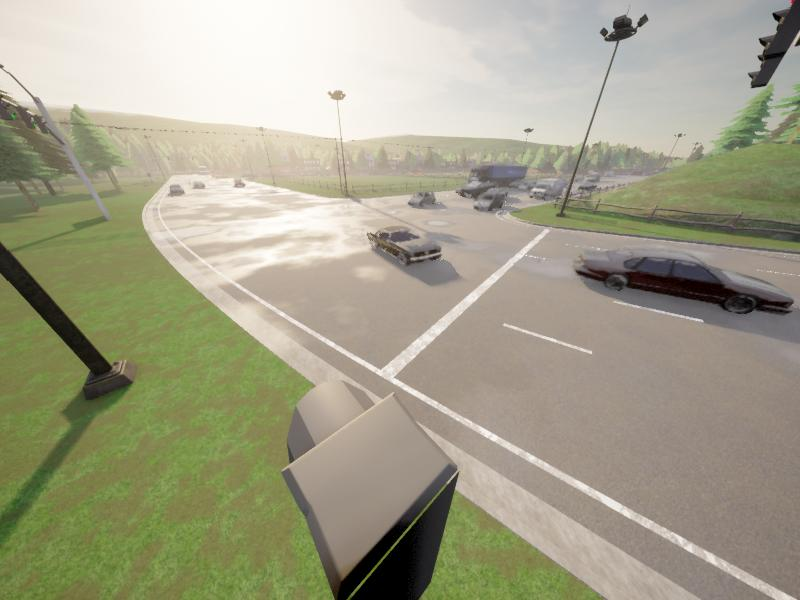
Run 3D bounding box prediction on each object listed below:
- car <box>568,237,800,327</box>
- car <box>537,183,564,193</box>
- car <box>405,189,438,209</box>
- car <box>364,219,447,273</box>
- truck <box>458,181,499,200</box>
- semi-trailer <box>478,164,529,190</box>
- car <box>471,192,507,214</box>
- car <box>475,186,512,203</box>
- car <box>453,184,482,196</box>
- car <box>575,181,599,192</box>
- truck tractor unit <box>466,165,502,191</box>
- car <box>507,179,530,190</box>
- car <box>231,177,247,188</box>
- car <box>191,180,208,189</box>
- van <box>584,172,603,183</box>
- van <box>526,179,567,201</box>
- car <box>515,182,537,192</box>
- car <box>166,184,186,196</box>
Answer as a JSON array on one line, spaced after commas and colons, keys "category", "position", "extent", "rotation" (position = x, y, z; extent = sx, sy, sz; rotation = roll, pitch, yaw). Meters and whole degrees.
[{"category": "car", "position": [9.494, -0.977, 8.305], "extent": [5.357, 1.411, 2.033], "rotation": [17, 34, 27]}, {"category": "car", "position": [27.247, -20.255, 41.694], "extent": [5.357, 1.411, 2.033], "rotation": [-23, 37, -34]}, {"category": "car", "position": [2.526, -11.756, 26.761], "extent": [1.851, 1.617, 3.988], "rotation": [21, 36, 32]}, {"category": "car", "position": [0.053, -2.981, 11.873], "extent": [1.895, 1.301, 4.718], "rotation": [-17, 34, -27]}, {"category": "truck", "position": [11.590, -16.269, 34.088], "extent": [6.274, 2.098, 2.390], "rotation": [-23, 37, -34]}, {"category": "semi-trailer", "position": [22.352, -26.387, 49.269], "extent": [14.254, 4.402, 2.717], "rotation": [-23, 37, -34]}, {"category": "car", "position": [9.361, -10.279, 24.203], "extent": [1.851, 1.617, 3.988], "rotation": [25, 38, 37]}, {"category": "car", "position": [12.596, -14.208, 30.974], "extent": [5.238, 1.638, 1.930], "rotation": [-23, 37, -34]}, {"category": "car", "position": [11.034, -18.061, 37.792], "extent": [4.892, 1.490, 1.837], "rotation": [-23, 37, -34]}, {"category": "car", "position": [35.318, -21.466, 43.545], "extent": [5.238, 1.638, 1.930], "rotation": [-23, 37, -34]}, {"category": "truck tractor unit", "position": [16.293, -23.748, 44.895], "extent": [6.516, 4.208, 3.053], "rotation": [-23, 37, -34]}, {"category": "car", "position": [24.359, -23.734, 47.441], "extent": [4.611, 1.667, 2.242], "rotation": [-23, 37, -34]}, {"category": "car", "position": [-35.440, -25.837, 50.866], "extent": [1.905, 1.878, 3.866], "rotation": [-22, 37, -33]}, {"category": "car", "position": [-42.365, -24.375, 48.714], "extent": [2.128, 1.511, 4.902], "rotation": [-22, 37, -33]}, {"category": "van", "position": [54.986, -34.688, 65.545], "extent": [5.915, 2.561, 1.988], "rotation": [-23, 37, -34]}, {"category": "van", "position": [20.839, -15.726, 32.818], "extent": [6.366, 2.431, 2.351], "rotation": [-23, 37, -34]}, {"category": "car", "position": [23.334, -20.957, 42.771], "extent": [3.633, 1.501, 1.845], "rotation": [-23, 37, -34]}, {"category": "car", "position": [-36.528, -18.054, 37.781], "extent": [1.837, 1.490, 4.892], "rotation": [-22, 37, -33]}]
